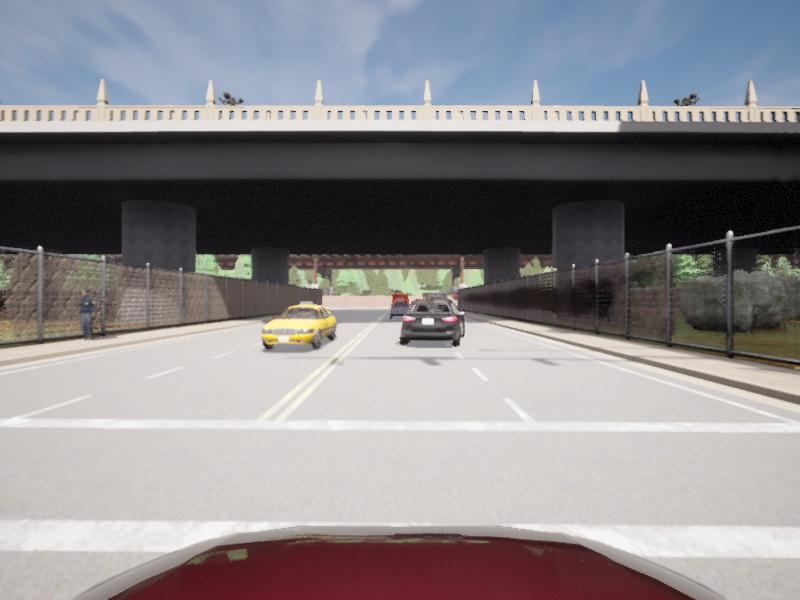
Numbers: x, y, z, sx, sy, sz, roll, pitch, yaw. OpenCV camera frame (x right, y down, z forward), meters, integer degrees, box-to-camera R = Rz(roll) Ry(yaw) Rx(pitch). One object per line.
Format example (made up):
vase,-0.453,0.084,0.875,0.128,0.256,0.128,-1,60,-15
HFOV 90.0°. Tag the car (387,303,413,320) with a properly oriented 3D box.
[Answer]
car,-0.007,0.942,34.814,2.033,1.411,5.357,0,0,0

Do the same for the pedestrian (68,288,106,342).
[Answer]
pedestrian,-11.024,0.517,14.094,0.751,1.860,0.751,0,0,1

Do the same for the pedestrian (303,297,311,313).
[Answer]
pedestrian,-10.966,0.531,46.984,0.751,1.860,0.751,0,0,0

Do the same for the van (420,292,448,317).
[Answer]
van,3.493,0.431,42.081,2.351,2.431,6.366,0,0,0

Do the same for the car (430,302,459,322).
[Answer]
car,3.493,0.895,32.216,1.837,1.490,4.892,0,0,0

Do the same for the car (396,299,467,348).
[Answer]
car,1.428,0.797,15.962,2.242,1.667,4.611,0,0,12

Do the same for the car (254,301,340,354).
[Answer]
car,-3.504,0.839,14.714,1.801,1.575,5.366,0,0,0

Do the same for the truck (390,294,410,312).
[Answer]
truck,-0.013,0.413,55.777,2.627,2.467,5.204,0,0,0

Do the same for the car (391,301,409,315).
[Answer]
car,-0.010,0.880,47.520,2.038,1.542,4.974,0,0,0
